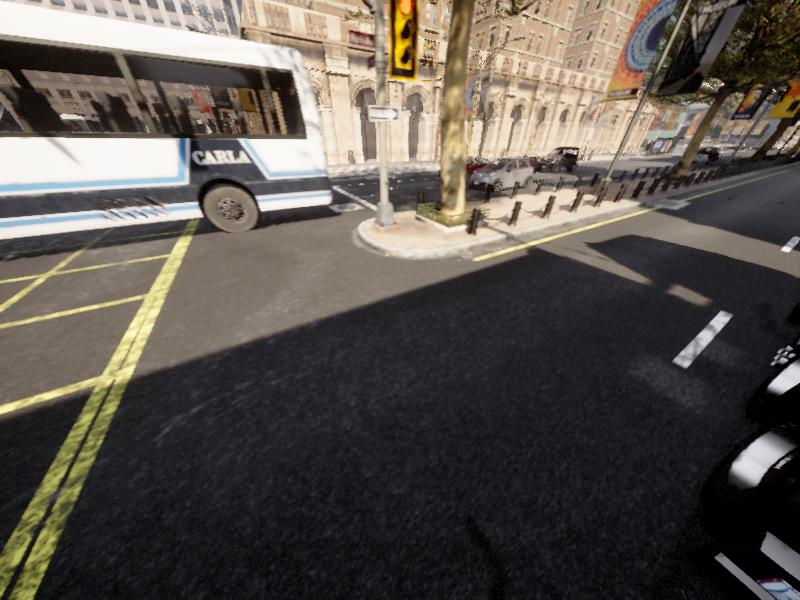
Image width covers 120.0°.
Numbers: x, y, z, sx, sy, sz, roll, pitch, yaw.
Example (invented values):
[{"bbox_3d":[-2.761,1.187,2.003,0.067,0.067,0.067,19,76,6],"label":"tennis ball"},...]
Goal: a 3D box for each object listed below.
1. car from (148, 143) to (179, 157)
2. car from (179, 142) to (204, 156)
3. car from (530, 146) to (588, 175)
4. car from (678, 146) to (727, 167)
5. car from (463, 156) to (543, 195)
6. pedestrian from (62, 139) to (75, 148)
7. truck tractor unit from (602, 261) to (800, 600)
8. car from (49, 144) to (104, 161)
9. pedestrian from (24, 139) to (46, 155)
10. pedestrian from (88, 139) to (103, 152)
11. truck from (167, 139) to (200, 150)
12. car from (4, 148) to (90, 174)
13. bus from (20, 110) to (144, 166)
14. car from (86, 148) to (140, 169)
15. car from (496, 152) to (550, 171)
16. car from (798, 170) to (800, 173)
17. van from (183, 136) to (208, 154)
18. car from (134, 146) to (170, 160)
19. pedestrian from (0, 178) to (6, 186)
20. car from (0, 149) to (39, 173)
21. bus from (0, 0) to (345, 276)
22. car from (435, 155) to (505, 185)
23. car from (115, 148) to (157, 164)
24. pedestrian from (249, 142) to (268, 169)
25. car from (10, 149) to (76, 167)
[{"bbox_3d":[-37.328,-23.913,36.692,2.152,1.651,5.027,-18,39,-24],"label":"car"},{"bbox_3d":[-34.157,-24.873,37.951,2.097,1.767,4.553,-18,39,-24],"label":"car"},{"bbox_3d":[13.474,-11.926,19.646,3.866,1.878,1.905,-18,39,-24],"label":"car"},{"bbox_3d":[34.438,-16.412,26.301,4.605,1.855,1.932,-18,39,-24],"label":"car"},{"bbox_3d":[5.597,-6.928,12.695,3.633,1.501,1.845,-18,39,-24],"label":"car"},{"bbox_3d":[-83.998,-39.734,58.543,0.751,1.860,0.751,-5,35,-8],"label":"pedestrian"},{"bbox_3d":[5.109,-0.302,0.788,6.516,4.208,3.053,-18,39,-24],"label":"truck tractor unit"},{"bbox_3d":[-39.747,-18.339,28.603,2.242,1.667,4.611,-18,39,-24],"label":"car"},{"bbox_3d":[-54.574,-22.876,34.529,0.751,1.860,0.751,-20,40,-27],"label":"pedestrian"},{"bbox_3d":[-55.189,-27.992,41.890,0.751,1.860,0.751,-12,37,-17],"label":"pedestrian"},{"bbox_3d":[-51.442,-37.100,55.133,2.390,2.098,6.274,-2,35,-4],"label":"truck"},{"bbox_3d":[-29.262,-11.851,19.476,2.038,1.542,4.974,-18,39,-25],"label":"car"},{"bbox_3d":[-34.272,-18.060,25.988,3.944,4.253,10.273,-18,39,-24],"label":"bus"},{"bbox_3d":[-26.938,-13.496,21.916,1.816,1.474,4.193,-18,39,-25],"label":"car"},{"bbox_3d":[11.769,-13.272,22.081,4.718,1.301,1.895,-18,39,-24],"label":"car"},{"bbox_3d":[38.716,-12.430,20.813,5.238,1.638,1.930,-18,39,-24],"label":"car"},{"bbox_3d":[-37.736,-28.744,42.841,1.988,2.561,5.915,-18,39,-24],"label":"van"},{"bbox_3d":[-33.726,-20.242,31.639,2.033,1.411,5.357,-18,39,-24],"label":"car"},{"bbox_3d":[-22.809,-7.087,12.344,0.751,1.860,0.751,-18,39,-25],"label":"pedestrian"},{"bbox_3d":[-32.822,-11.356,18.808,1.812,1.442,4.674,-18,39,-24],"label":"car"},{"bbox_3d":[-7.232,-3.799,5.694,10.273,4.253,3.944,-18,39,-24],"label":"bus"},{"bbox_3d":[4.700,-8.868,15.623,4.181,1.385,1.994,-18,39,-24],"label":"car"},{"bbox_3d":[-30.187,-16.650,26.585,1.895,1.301,4.718,-18,39,-24],"label":"car"},{"bbox_3d":[-11.894,-12.133,19.438,0.751,1.860,0.751,-19,39,-25],"label":"pedestrian"},{"bbox_3d":[-36.267,-14.685,23.701,1.895,1.301,4.718,-18,39,-24],"label":"car"}]
